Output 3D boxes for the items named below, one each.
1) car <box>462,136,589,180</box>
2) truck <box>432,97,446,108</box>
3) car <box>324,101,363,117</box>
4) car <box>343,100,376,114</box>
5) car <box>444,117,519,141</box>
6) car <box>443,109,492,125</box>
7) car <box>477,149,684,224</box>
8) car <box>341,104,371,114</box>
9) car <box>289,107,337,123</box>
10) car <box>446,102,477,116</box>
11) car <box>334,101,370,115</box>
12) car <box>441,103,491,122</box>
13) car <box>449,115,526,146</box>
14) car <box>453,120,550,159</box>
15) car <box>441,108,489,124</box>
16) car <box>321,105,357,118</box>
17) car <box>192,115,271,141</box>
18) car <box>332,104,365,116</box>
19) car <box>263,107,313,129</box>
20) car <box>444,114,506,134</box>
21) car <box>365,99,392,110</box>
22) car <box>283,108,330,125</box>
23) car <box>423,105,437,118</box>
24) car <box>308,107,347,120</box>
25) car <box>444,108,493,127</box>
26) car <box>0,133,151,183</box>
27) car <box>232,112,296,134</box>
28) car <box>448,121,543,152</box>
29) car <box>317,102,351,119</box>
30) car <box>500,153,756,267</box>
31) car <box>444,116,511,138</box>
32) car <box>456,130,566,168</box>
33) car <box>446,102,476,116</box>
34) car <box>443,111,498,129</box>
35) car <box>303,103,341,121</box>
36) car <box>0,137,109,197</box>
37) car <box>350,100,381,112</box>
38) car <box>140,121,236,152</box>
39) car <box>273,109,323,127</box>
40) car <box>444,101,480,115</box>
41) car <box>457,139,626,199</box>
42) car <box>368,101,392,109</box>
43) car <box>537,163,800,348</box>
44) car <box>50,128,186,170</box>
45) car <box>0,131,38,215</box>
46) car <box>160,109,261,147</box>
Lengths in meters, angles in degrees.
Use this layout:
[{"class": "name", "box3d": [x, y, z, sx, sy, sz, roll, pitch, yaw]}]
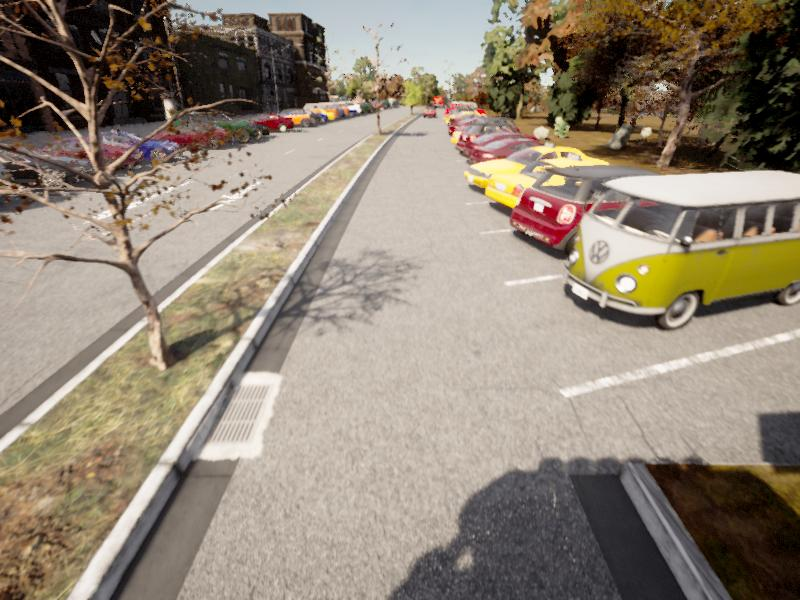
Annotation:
[{"class": "car", "box3d": [5.266, -6.122, 17.043, 4.674, 1.452, 2.002, -7, 28, -16]}, {"class": "truck", "box3d": [9.959, -49.917, 101.150, 2.627, 2.467, 5.204, 7, 26, 13]}, {"class": "car", "box3d": [-8.686, -29.364, 61.469, 5.566, 2.045, 2.435, -7, 28, -12]}, {"class": "car", "box3d": [-7.279, -34.824, 72.118, 5.566, 2.045, 2.435, -7, 27, -12]}, {"class": "car", "box3d": [6.107, -12.910, 30.175, 5.008, 1.535, 2.097, -6, 28, -14]}, {"class": "car", "box3d": [7.691, -20.997, 45.934, 4.892, 1.521, 2.231, -6, 28, -13]}, {"class": "car", "box3d": [5.229, -3.479, 11.811, 5.366, 1.575, 1.946, -7, 28, -16]}, {"class": "car", "box3d": [-7.613, -33.210, 69.586, 4.792, 1.488, 2.163, -7, 27, -12]}, {"class": "car", "box3d": [-10.508, -22.300, 48.236, 5.366, 1.575, 1.946, -7, 28, -12]}, {"class": "car", "box3d": [9.884, -30.631, 64.216, 4.442, 1.987, 1.878, -5, 28, -12]}, {"class": "car", "box3d": [-8.008, -32.088, 66.781, 5.566, 2.045, 2.435, -7, 28, -12]}, {"class": "car", "box3d": [8.363, -23.921, 51.083, 5.566, 2.045, 2.435, -5, 28, -13]}, {"class": "car", "box3d": [5.943, -11.673, 27.493, 4.553, 1.767, 2.185, -6, 29, -15]}, {"class": "car", "box3d": [5.525, -8.969, 22.223, 4.553, 1.767, 2.185, -7, 28, -15]}, {"class": "car", "box3d": [7.831, -22.328, 48.514, 5.366, 1.575, 1.946, -5, 28, -13]}, {"class": "car", "box3d": [-9.000, -27.783, 58.936, 5.008, 1.535, 2.097, -7, 27, -12]}, {"class": "car", "box3d": [-12.246, -12.722, 29.549, 5.008, 1.535, 2.097, -8, 28, -14]}, {"class": "car", "box3d": [-8.322, -30.508, 64.250, 5.008, 1.535, 2.097, -7, 27, -12]}, {"class": "car", "box3d": [-11.218, -18.325, 40.208, 4.553, 1.767, 2.185, -7, 28, -13]}, {"class": "car", "box3d": [6.607, -15.586, 35.454, 4.792, 1.488, 2.163, -6, 28, -14]}, {"class": "car", "box3d": [-4.899, -44.378, 90.729, 5.566, 2.045, 2.435, -7, 28, -12]}, {"class": "car", "box3d": [-10.655, -20.955, 45.616, 5.008, 1.535, 2.097, -7, 27, -12]}, {"class": "car", "box3d": [4.555, -28.132, 59.707, 1.851, 1.617, 3.988, 3, 27, 6]}, {"class": "car", "box3d": [-9.699, -25.023, 53.617, 4.792, 1.488, 2.163, -7, 28, -12]}, {"class": "car", "box3d": [7.367, -19.758, 43.243, 4.553, 1.767, 2.185, -6, 28, -13]}, {"class": "car", "box3d": [-13.076, -5.804, 16.142, 4.674, 1.452, 2.002, -9, 29, -16]}, {"class": "car", "box3d": [-11.771, -15.467, 34.906, 5.008, 1.535, 2.097, -8, 28, -14]}, {"class": "car", "box3d": [5.900, -10.235, 24.966, 5.366, 1.575, 1.946, -7, 28, -15]}, {"class": "car", "box3d": [-9.225, -26.636, 56.201, 4.442, 1.987, 1.878, -7, 27, -12]}, {"class": "car", "box3d": [4.941, -2.208, 9.061, 4.553, 1.767, 2.185, -8, 28, -17]}, {"class": "car", "box3d": [6.306, -14.226, 32.803, 4.792, 1.488, 2.163, -6, 28, -14]}, {"class": "car", "box3d": [5.397, -7.473, 19.675, 4.674, 1.452, 2.002, -7, 28, -16]}, {"class": "car", "box3d": [10.215, -31.982, 66.848, 4.442, 1.987, 1.878, -5, 28, -12]}, {"class": "car", "box3d": [7.098, -18.302, 40.681, 5.008, 1.535, 2.097, -6, 28, -13]}, {"class": "car", "box3d": [-9.893, -23.904, 50.872, 4.442, 1.987, 1.878, -7, 27, -12]}, {"class": "car", "box3d": [-13.202, -4.462, 13.441, 4.892, 1.521, 2.231, -9, 28, -16]}, {"class": "car", "box3d": [-6.598, -37.550, 77.435, 5.566, 2.045, 2.435, -7, 27, -12]}, {"class": "car", "box3d": [-12.627, -9.933, 24.196, 4.674, 1.452, 2.002, -8, 28, -15]}, {"class": "car", "box3d": [-10.938, -19.584, 42.941, 4.892, 1.521, 2.231, -7, 28, -13]}, {"class": "car", "box3d": [10.691, -33.370, 69.504, 5.566, 2.045, 2.435, -5, 28, -13]}, {"class": "car", "box3d": [4.978, -4.783, 14.335, 5.366, 1.575, 1.946, -7, 29, -16]}, {"class": "car", "box3d": [-4.700, -45.524, 93.481, 5.366, 1.575, 1.946, -7, 28, -12]}, {"class": "car", "box3d": [4.802, -0.932, 6.354, 4.442, 1.987, 1.878, -8, 29, -17]}, {"class": "car", "box3d": [-12.950, -7.183, 18.831, 4.674, 1.452, 2.002, -9, 28, -15]}, {"class": "car", "box3d": [-13.185, -3.305, 10.685, 4.442, 1.987, 1.878, -9, 28, -16]}, {"class": "car", "box3d": [-12.420, -11.576, 26.762, 5.566, 2.045, 2.435, -8, 28, -15]}]
